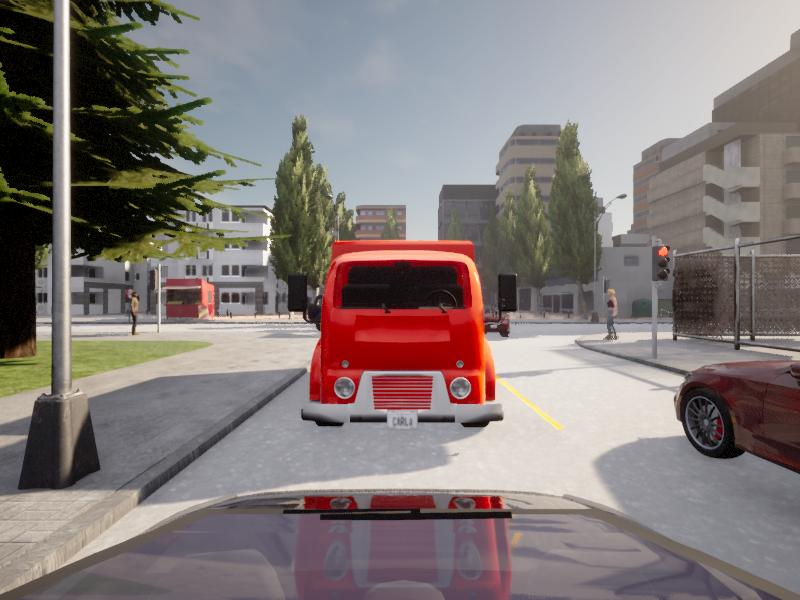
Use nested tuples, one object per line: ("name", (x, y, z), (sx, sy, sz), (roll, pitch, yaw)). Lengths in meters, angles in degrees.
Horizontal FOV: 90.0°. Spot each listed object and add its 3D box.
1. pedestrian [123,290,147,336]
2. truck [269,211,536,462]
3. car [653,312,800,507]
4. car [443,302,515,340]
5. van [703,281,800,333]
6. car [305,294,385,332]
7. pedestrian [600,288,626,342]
("pedestrian", (-11.041, 0.534, 16.681), (0.751, 1.860, 0.751), (0, 0, -26))
("truck", (0.042, 0.357, 6.535), (2.627, 2.467, 5.204), (0, 0, 0))
("car", (3.987, 0.870, 2.524), (1.812, 1.442, 4.674), (0, 0, 0))
("car", (3.431, 0.854, 18.242), (1.816, 1.474, 4.193), (0, 0, -10))
("van", (19.334, 0.322, 20.660), (5.915, 2.561, 1.988), (0, 0, 0))
("car", (-2.743, 0.646, 20.628), (3.866, 1.878, 1.905), (0, 0, 0))
("pedestrian", (7.704, 0.525, 14.494), (0.751, 1.860, 0.751), (0, 0, 20))
